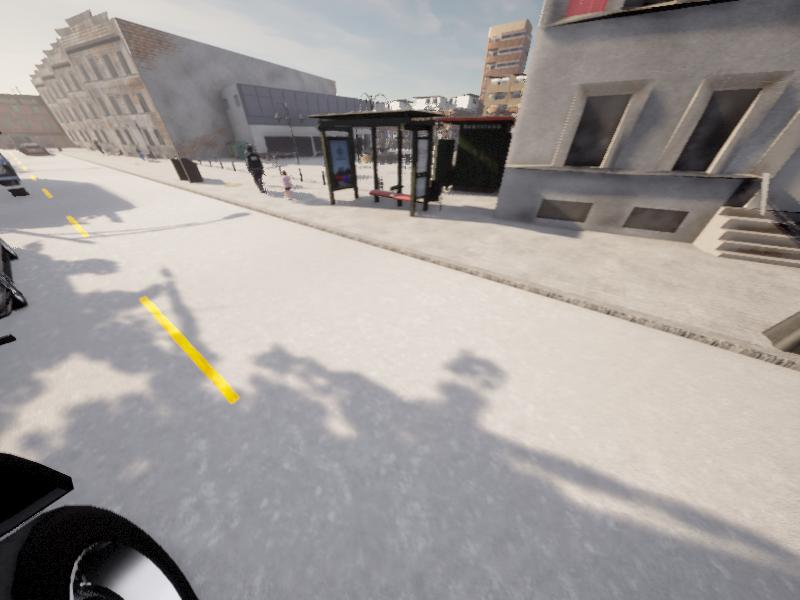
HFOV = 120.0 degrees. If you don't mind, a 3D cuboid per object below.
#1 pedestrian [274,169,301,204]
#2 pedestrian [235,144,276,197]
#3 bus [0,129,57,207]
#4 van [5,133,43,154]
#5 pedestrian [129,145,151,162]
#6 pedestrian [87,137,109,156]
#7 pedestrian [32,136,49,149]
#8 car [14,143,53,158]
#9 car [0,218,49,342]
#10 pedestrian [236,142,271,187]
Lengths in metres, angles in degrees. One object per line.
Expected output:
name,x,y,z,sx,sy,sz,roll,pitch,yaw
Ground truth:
pedestrian,-4.296,-4.351,8.846,0.500,1.100,0.500,30,45,35
pedestrian,-6.101,-5.507,9.807,0.751,1.860,0.751,28,44,34
bus,-20.259,-6.949,9.841,10.273,4.253,3.944,23,41,27
van,-59.675,-24.851,36.629,5.915,2.561,1.988,22,41,28
pedestrian,-25.151,-14.172,22.374,0.751,1.300,0.751,17,38,22
pedestrian,-37.323,-18.977,28.571,0.751,1.860,0.751,18,39,24
pedestrian,-64.927,-28.499,41.783,0.751,1.860,0.751,-26,43,-32
car,-49.199,-20.155,31.000,4.792,1.488,2.163,22,41,28
car,-7.856,-0.625,3.502,5.357,1.411,2.033,22,41,28
pedestrian,-7.285,-6.744,11.547,0.751,1.860,0.751,28,44,33
